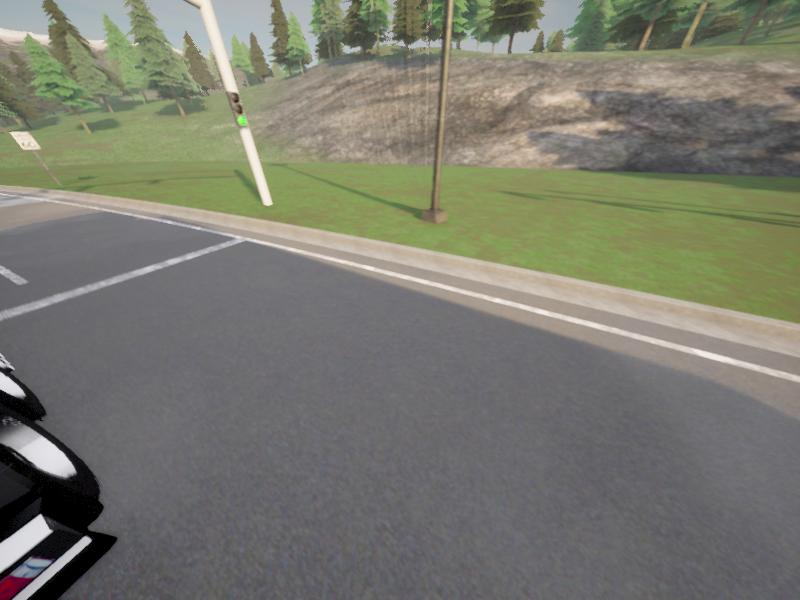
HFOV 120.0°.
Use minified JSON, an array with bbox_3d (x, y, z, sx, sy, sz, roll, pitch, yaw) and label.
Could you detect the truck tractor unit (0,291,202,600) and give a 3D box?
[{"bbox_3d":[-5.166,-0.240,0.707,6.516,4.208,3.053,16,39,22],"label":"truck tractor unit"}]
